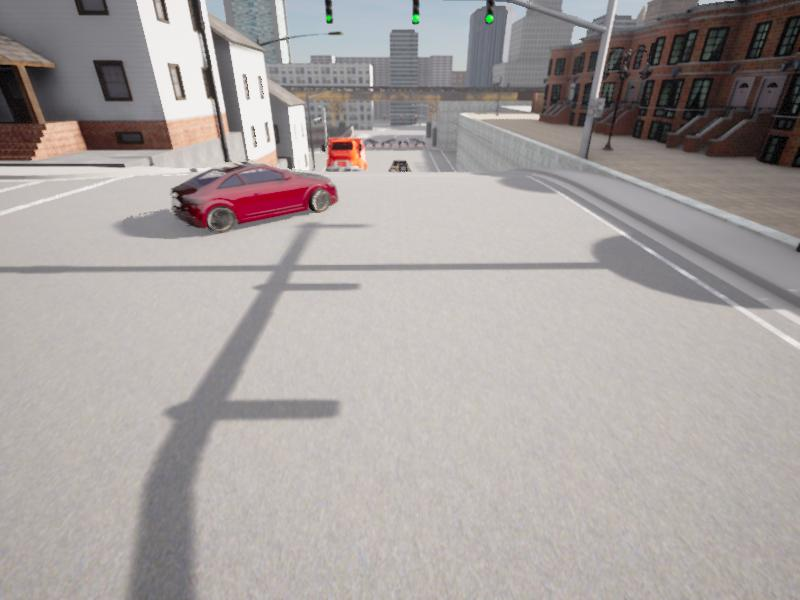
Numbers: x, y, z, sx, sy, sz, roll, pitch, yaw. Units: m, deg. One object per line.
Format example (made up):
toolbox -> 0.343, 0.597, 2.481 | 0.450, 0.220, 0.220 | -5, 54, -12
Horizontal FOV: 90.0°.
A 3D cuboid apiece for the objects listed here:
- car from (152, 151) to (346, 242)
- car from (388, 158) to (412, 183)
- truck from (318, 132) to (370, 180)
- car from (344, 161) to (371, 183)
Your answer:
car -> -3.769, -2.925, 10.583 | 4.181, 1.385, 1.994 | -23, 36, -37
car -> -0.010, -11.405, 35.531 | 1.932, 1.855, 4.605 | 0, 14, 0
truck -> -3.553, -9.429, 26.743 | 2.627, 2.467, 5.204 | -1, 14, 0
car -> -3.512, -10.714, 33.640 | 1.816, 1.474, 4.193 | -1, 14, 0
